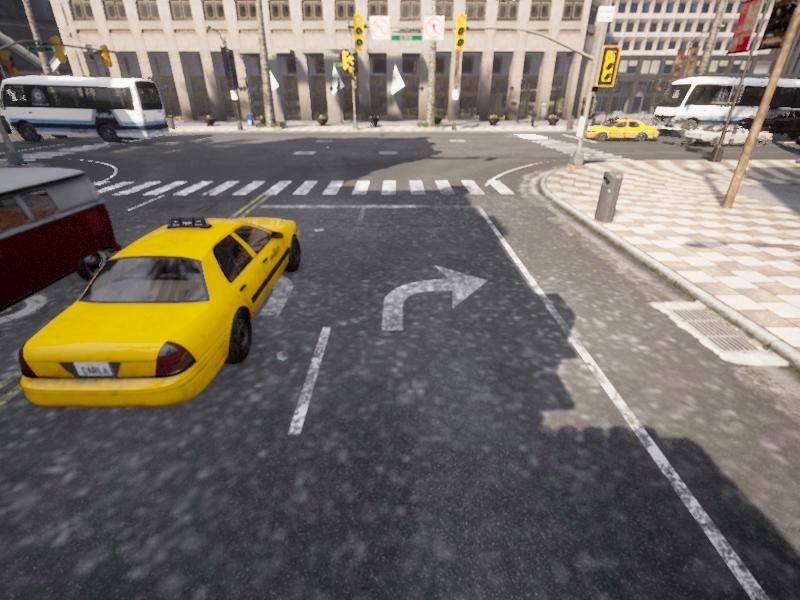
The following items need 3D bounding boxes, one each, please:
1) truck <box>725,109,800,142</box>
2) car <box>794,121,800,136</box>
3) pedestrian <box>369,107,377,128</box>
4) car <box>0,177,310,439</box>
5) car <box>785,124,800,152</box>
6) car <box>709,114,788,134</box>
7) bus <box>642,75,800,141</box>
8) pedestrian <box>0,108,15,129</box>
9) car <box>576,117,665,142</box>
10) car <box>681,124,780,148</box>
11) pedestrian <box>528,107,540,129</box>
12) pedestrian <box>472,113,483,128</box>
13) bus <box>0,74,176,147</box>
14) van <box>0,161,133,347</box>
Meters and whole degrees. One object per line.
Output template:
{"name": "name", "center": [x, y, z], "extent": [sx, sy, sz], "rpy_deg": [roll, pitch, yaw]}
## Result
{"name": "truck", "center": [28.462, -12.925, 29.600], "extent": [6.274, 2.098, 2.390], "rpy_deg": [0, 27, 0]}
{"name": "car", "center": [36.005, -14.345, 32.828], "extent": [4.611, 1.667, 2.242], "rpy_deg": [0, 27, 0]}
{"name": "pedestrian", "center": [-2.718, -18.386, 40.237], "extent": [0.751, 1.860, 0.751], "rpy_deg": [-1, 27, -1]}
{"name": "car", "center": [-2.861, -0.540, 6.000], "extent": [1.801, 1.575, 5.366], "rpy_deg": [0, 27, 0]}
{"name": "car", "center": [26.309, -9.482, 23.512], "extent": [4.902, 1.511, 2.128], "rpy_deg": [0, 27, 0]}
{"name": "car", "center": [30.971, -15.696, 35.700], "extent": [4.792, 1.488, 2.163], "rpy_deg": [0, 27, -1]}
{"name": "bus", "center": [26.173, -15.343, 32.003], "extent": [10.273, 4.253, 3.944], "rpy_deg": [1, 27, 0]}
{"name": "pedestrian", "center": [-38.973, -17.901, 39.375], "extent": [0.751, 1.860, 0.751], "rpy_deg": [-10, 29, -19]}
{"name": "car", "center": [16.261, -12.685, 29.729], "extent": [5.366, 1.575, 1.801], "rpy_deg": [0, 27, 0]}
{"name": "car", "center": [21.884, -10.969, 26.668], "extent": [4.718, 1.301, 1.895], "rpy_deg": [0, 27, 0]}
{"name": "pedestrian", "center": [13.004, -17.694, 38.846], "extent": [0.751, 1.860, 0.751], "rpy_deg": [11, 29, 20]}
{"name": "pedestrian", "center": [7.735, -17.866, 39.811], "extent": [0.751, 1.300, 0.751], "rpy_deg": [-5, 27, -9]}
{"name": "bus", "center": [-22.927, -13.761, 29.023], "extent": [10.273, 4.253, 3.944], "rpy_deg": [1, 27, -1]}
{"name": "van", "center": [-6.327, -0.621, 5.723], "extent": [1.775, 1.987, 4.442], "rpy_deg": [0, 27, 0]}
